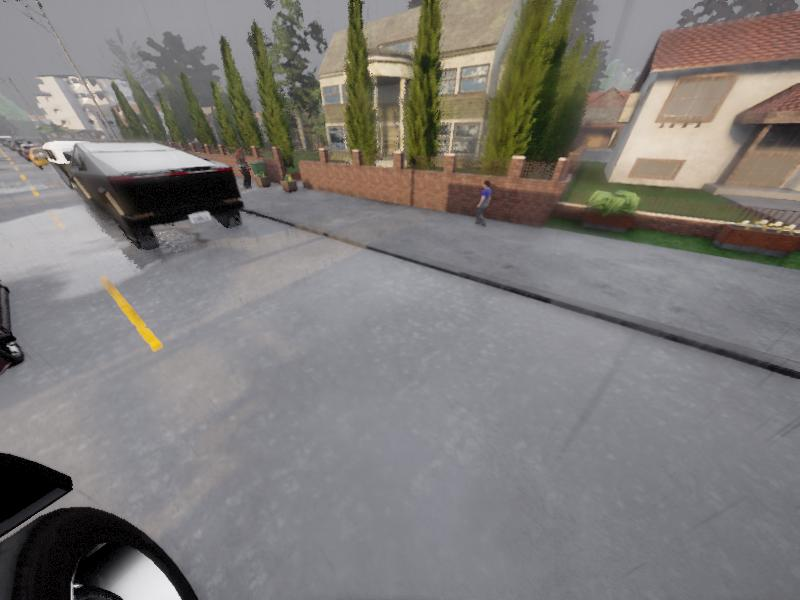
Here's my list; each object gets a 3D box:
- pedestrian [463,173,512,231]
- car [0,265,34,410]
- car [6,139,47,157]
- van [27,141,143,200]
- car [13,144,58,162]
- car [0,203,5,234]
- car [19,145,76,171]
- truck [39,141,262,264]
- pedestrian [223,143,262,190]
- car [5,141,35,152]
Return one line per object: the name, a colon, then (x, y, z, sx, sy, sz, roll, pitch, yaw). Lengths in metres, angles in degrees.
pedestrian: (2.414, -2.740, 6.466, 0.751, 1.300, 0.751, -27, 43, -33)
car: (-6.197, 0.220, 2.387, 4.181, 1.385, 1.994, 22, 40, 28)
car: (-48.055, -19.612, 29.731, 4.605, 1.855, 1.932, 22, 40, 28)
van: (-14.924, -6.319, 10.987, 4.480, 2.038, 2.069, 22, 41, 28)
car: (-38.874, -15.726, 24.640, 3.806, 1.475, 1.970, 22, 41, 28)
car: (-13.520, -2.806, 6.463, 4.514, 1.525, 2.007, 23, 41, 28)
car: (-29.552, -12.015, 19.357, 5.366, 1.575, 1.801, 22, 41, 28)
truck: (-7.159, -3.219, 6.599, 6.274, 2.098, 2.390, 22, 41, 28)
pedestrian: (-7.507, -6.390, 11.083, 0.751, 1.860, 0.751, 18, 39, 23)
car: (-62.753, -25.306, 38.138, 4.181, 1.385, 1.994, 22, 41, 28)
